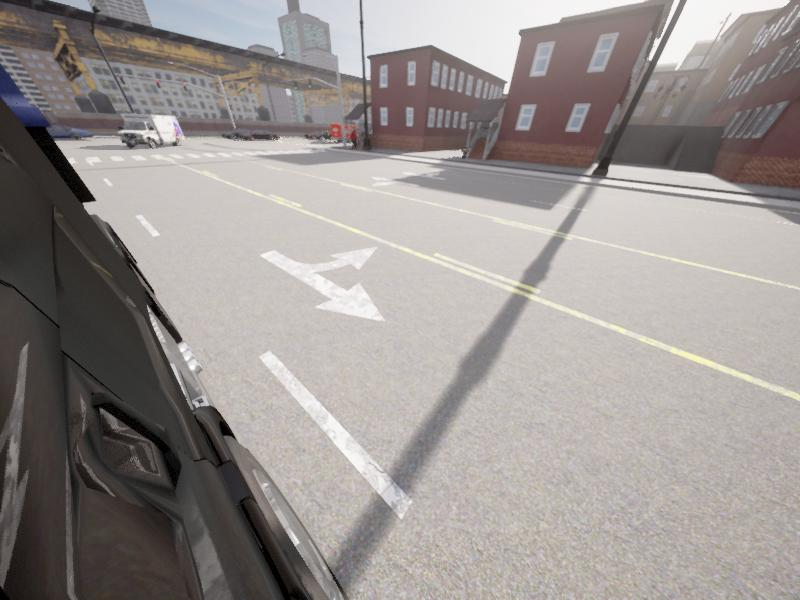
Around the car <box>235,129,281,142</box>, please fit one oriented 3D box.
[{"bbox_3d":[-21.028,-24.603,34.496,2.033,1.411,5.357,28,43,30],"label":"car"}]

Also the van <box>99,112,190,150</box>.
[{"bbox_3d":[-23.020,-15.621,21.400,2.351,2.431,6.366,-6,37,-11],"label":"van"}]

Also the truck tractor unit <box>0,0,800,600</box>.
[{"bbox_3d":[-2.645,-0.295,0.351,6.516,4.208,3.053,28,44,30],"label":"truck tractor unit"}]

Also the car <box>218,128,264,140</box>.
[{"bbox_3d":[-24.388,-25.546,35.587,2.033,1.411,5.357,28,43,30],"label":"car"}]

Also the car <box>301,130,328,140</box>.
[{"bbox_3d":[-16.055,-31.246,43.752,1.994,1.385,4.181,28,44,30],"label":"car"}]

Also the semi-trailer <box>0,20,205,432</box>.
[{"bbox_3d":[-8.906,-3.434,4.045,14.254,4.402,2.717,25,42,28],"label":"semi-trailer"}]

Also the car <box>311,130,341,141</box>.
[{"bbox_3d":[-13.378,-29.883,41.954,1.837,1.490,4.892,28,43,30],"label":"car"}]

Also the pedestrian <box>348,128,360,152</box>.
[{"bbox_3d":[-4.565,-15.902,22.961,0.751,1.860,0.751,28,44,31],"label":"pedestrian"}]

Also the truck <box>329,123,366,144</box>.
[{"bbox_3d":[-8.423,-27.170,37.741,2.627,2.467,5.204,28,43,30],"label":"truck"}]

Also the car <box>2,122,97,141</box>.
[{"bbox_3d":[-36.131,-17.494,24.084,2.033,1.411,5.357,28,43,30],"label":"car"}]
